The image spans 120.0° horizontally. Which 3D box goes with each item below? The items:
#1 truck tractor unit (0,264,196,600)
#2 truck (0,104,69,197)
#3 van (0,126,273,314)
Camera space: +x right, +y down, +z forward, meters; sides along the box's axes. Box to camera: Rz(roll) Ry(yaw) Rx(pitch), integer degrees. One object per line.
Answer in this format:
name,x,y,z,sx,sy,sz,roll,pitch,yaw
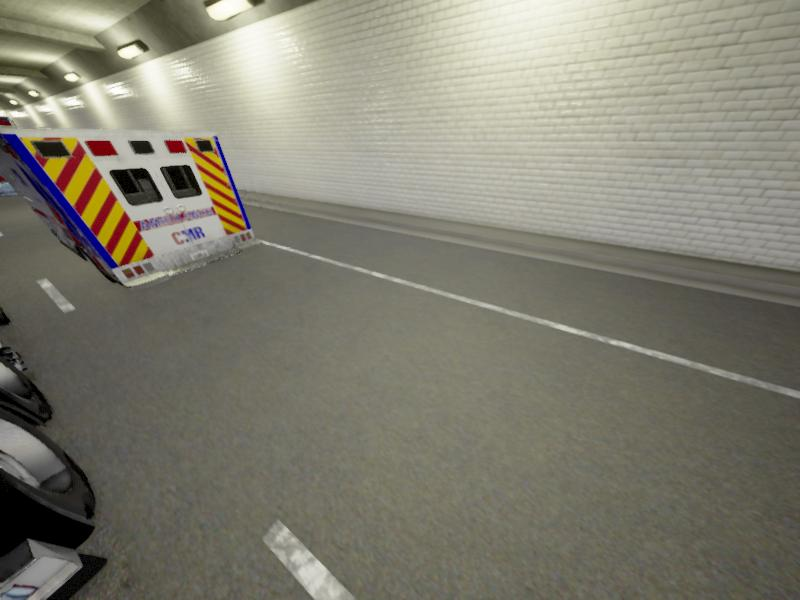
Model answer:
truck tractor unit,-5.111,-0.300,0.793,6.516,4.208,3.053,18,38,24
truck,-23.742,-8.480,13.101,8.468,3.827,2.891,18,39,24
van,-6.334,-2.258,5.199,6.366,2.431,2.351,18,39,24
